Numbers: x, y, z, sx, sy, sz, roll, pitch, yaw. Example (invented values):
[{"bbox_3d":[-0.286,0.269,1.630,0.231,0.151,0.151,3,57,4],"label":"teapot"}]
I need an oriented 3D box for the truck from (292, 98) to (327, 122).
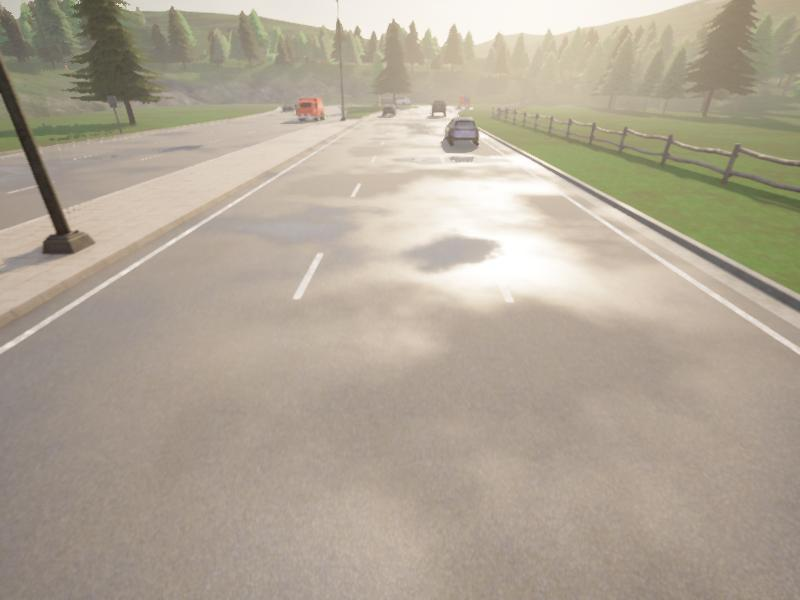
[{"bbox_3d":[-10.362,-22.058,46.338,2.627,2.467,5.204,1,27,1],"label":"truck"}]

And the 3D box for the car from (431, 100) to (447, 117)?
[{"bbox_3d":[5.733,-28.276,58.880,2.150,2.045,5.566,2,28,4],"label":"car"}]

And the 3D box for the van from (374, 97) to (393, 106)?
[{"bbox_3d":[-4.008,-49.281,99.359,4.442,1.987,1.775,2,27,3],"label":"van"}]

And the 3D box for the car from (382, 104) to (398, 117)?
[{"bbox_3d":[-1.411,-27.473,57.878,1.837,1.490,4.892,3,28,5],"label":"car"}]

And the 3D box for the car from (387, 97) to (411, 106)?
[{"bbox_3d":[-0.279,-50.580,101.834,5.566,2.045,2.150,8,28,15],"label":"car"}]

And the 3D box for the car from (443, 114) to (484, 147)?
[{"bbox_3d":[4.104,-11.385,26.764,2.033,1.649,4.856,1,27,1],"label":"car"}]

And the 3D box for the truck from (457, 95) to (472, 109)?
[{"bbox_3d":[13.905,-43.002,86.859,2.627,2.467,5.204,2,28,4],"label":"truck"}]
